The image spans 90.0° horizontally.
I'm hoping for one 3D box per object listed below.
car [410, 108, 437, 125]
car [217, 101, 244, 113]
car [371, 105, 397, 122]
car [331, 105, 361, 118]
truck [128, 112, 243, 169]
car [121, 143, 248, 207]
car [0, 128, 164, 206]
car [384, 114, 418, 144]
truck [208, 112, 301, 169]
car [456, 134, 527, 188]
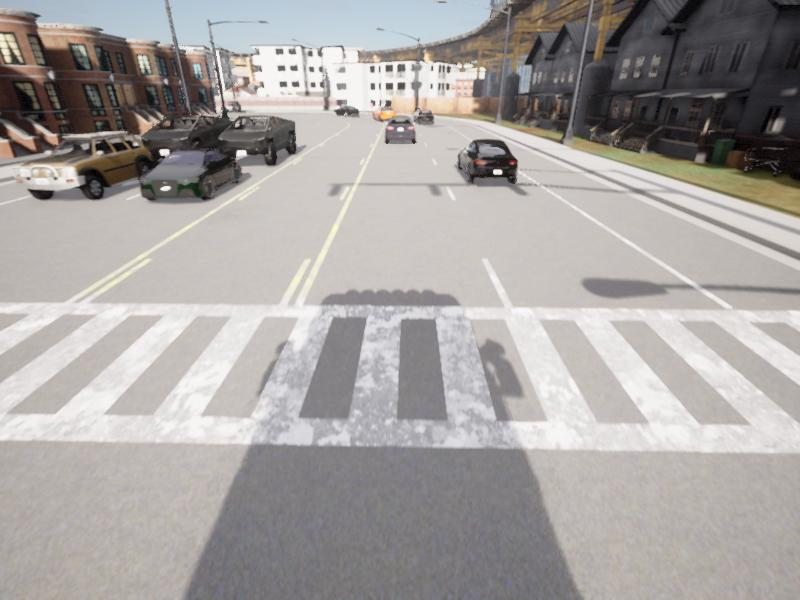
[{"bbox_3d":[2.658,-21.318,46.397,2.128,1.511,4.902,-4,28,-8],"label":"car"},{"bbox_3d":[-30.866,-35.148,72.797,3.866,1.878,1.905,1,27,2],"label":"car"},{"bbox_3d":[-2.019,-23.434,50.183,2.097,1.767,4.553,-8,28,-15],"label":"car"},{"bbox_3d":[-8.166,-28.308,59.922,1.882,1.535,5.008,-21,34,-36],"label":"car"},{"bbox_3d":[-10.520,-8.338,20.502,2.390,2.098,6.274,0,27,0],"label":"truck"},{"bbox_3d":[-7.014,-4.406,13.667,1.994,1.385,4.181,0,27,0],"label":"car"},{"bbox_3d":[-10.515,-4.726,13.724,1.932,1.855,4.605,0,27,0],"label":"car"},{"bbox_3d":[0.025,-12.544,29.165,2.242,1.667,4.611,0,27,-1],"label":"car"},{"bbox_3d":[-7.019,-8.255,20.348,2.390,2.098,6.274,0,27,0],"label":"truck"},{"bbox_3d":[3.502,-5.768,16.255,1.812,1.442,4.674,0,27,0],"label":"car"}]
